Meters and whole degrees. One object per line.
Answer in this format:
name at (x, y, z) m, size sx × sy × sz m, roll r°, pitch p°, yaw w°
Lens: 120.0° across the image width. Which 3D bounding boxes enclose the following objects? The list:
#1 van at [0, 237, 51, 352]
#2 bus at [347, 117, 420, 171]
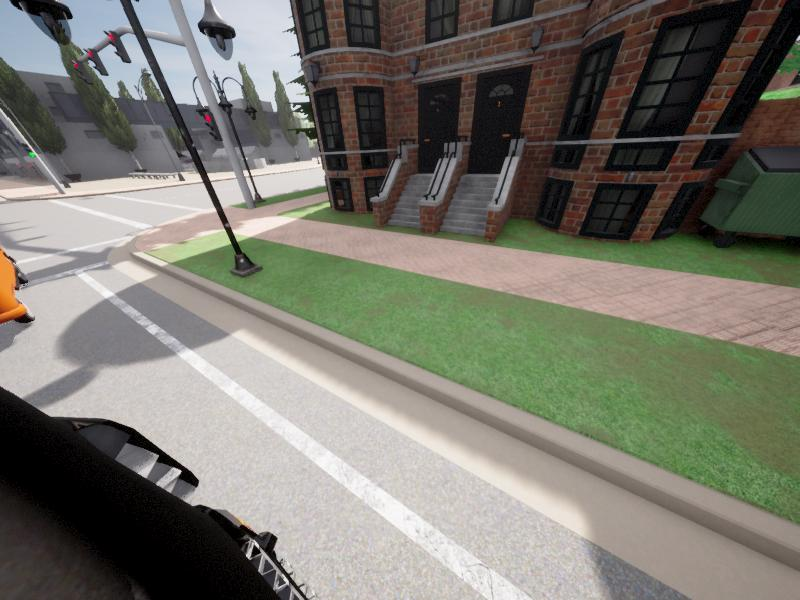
van at (-7.797, -0.514, 3.513) m, size 4.442 × 1.987 × 1.775 m, roll 19°, pitch 39°, yaw 29°
bus at (-1.232, -17.610, 26.664) m, size 3.944 × 4.253 × 10.273 m, roll 11°, pitch 34°, yaw 20°
